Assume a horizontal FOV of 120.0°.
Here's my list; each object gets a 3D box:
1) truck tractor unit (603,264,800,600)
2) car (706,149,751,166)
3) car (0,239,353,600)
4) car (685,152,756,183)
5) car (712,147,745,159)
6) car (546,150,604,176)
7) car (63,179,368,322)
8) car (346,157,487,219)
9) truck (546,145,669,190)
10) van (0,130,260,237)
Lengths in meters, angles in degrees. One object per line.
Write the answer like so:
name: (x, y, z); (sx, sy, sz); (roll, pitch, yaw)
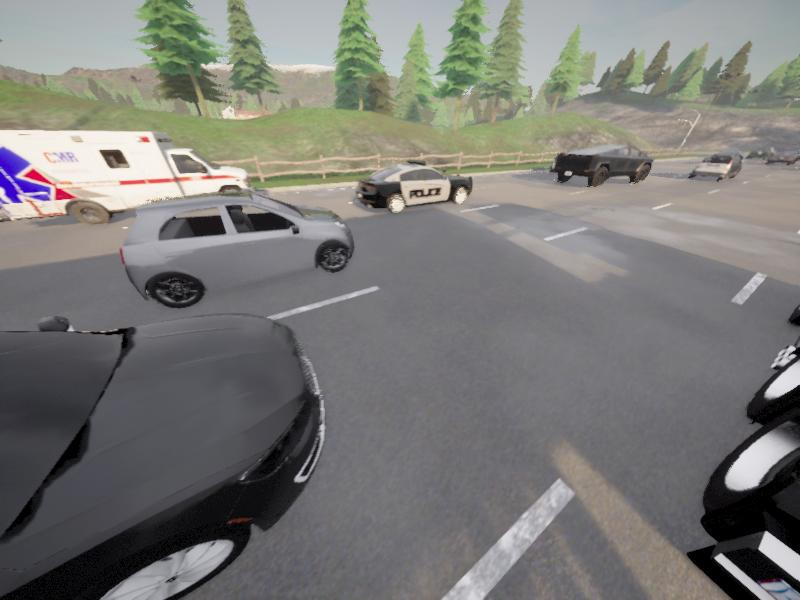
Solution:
truck tractor unit: (5.111, -0.299, 0.793); (6.516, 4.208, 3.053); (-18, 39, -24)
car: (40.006, -17.430, 28.163); (5.008, 1.535, 1.882); (-18, 39, -24)
car: (-2.944, 1.132, 1.048); (4.892, 1.490, 1.837); (-18, 39, -25)
car: (23.374, -9.755, 16.888); (3.988, 1.617, 1.851); (-18, 39, -24)
car: (54.771, -24.522, 38.530); (4.514, 1.525, 2.007); (-18, 39, -24)
car: (14.640, -11.533, 19.359); (3.988, 1.617, 1.851); (-18, 39, -24)
car: (-2.726, -1.256, 4.462); (3.633, 1.501, 1.845); (-18, 39, -24)
car: (0.757, -4.739, 9.411); (5.238, 1.638, 1.930); (-18, 39, -24)
truck: (12.865, -8.454, 14.480); (6.274, 2.098, 2.390); (-13, 37, -18)
van: (-8.842, -4.251, 7.922); (6.366, 2.431, 2.351); (-18, 39, -24)
